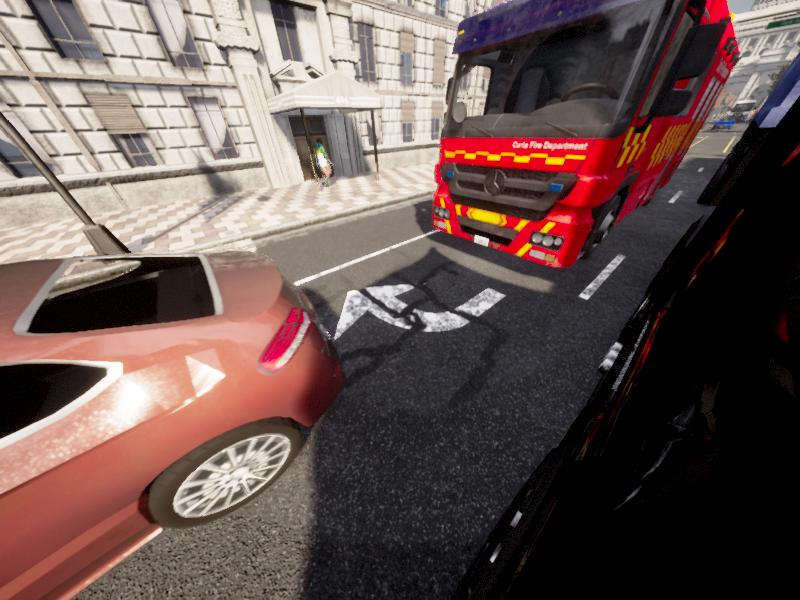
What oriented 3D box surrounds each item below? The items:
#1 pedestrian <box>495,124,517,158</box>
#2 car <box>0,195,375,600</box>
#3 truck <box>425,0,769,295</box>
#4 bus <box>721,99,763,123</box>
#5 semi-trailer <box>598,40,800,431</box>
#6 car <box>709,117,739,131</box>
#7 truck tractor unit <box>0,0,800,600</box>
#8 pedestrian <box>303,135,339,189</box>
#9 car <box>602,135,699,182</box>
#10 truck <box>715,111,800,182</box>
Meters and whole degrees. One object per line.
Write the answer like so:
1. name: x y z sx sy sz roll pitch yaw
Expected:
1. pedestrian: 7.242 -10.853 15.846 0.751 1.860 0.751 26 46 33
2. car: -2.881 0.975 1.161 5.027 1.651 2.152 -28 44 -30
3. truck: 4.678 -3.979 5.484 8.468 3.827 2.891 -28 44 -30
4. bus: 85.172 -46.999 57.566 10.273 4.253 3.944 -28 44 -30
5. semi-trailer: 8.694 -3.609 4.230 14.254 4.402 2.717 -28 44 -30
6. car: 48.638 -26.428 34.637 5.008 1.535 1.882 -28 44 -29
7. truck tractor unit: 2.645 -0.295 0.351 6.516 4.208 3.053 -28 44 -30
8. pedestrian: -3.275 -5.795 9.744 0.751 1.860 0.751 20 42 27
9. car: 11.540 -6.633 10.640 4.181 1.385 1.994 -28 44 -30
10. truck: 16.457 -6.801 9.981 6.274 2.098 2.390 -27 43 -30
